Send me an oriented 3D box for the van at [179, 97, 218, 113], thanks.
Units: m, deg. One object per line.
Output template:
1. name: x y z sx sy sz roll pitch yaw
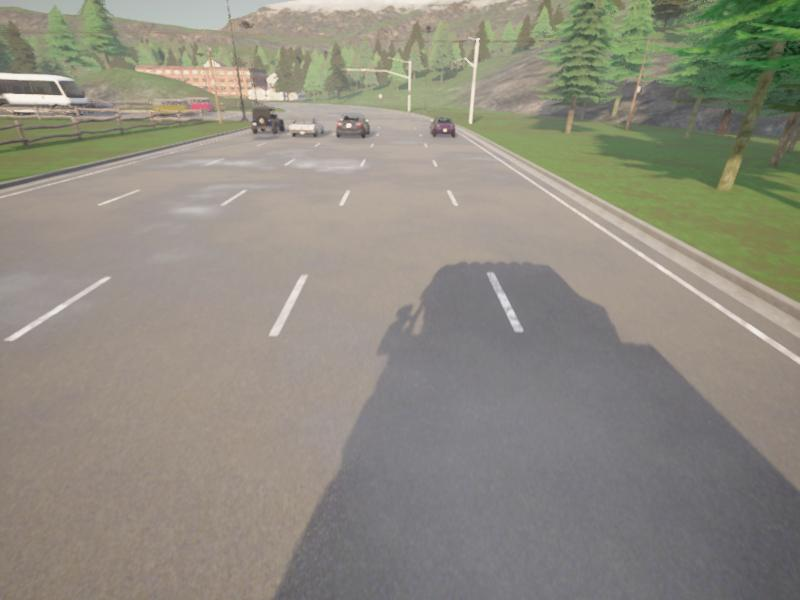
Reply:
1. van: -29.139 -28.243 58.044 4.442 1.987 1.775 0 27 -1

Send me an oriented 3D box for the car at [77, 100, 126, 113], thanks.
1. car: -40.838 -26.492 54.841 4.792 1.488 2.163 0 27 -1

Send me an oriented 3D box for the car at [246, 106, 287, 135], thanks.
1. car: -10.586 -14.377 31.971 1.905 1.878 3.866 0 27 -1

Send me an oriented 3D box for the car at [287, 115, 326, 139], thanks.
1. car: -7.063 -13.346 30.742 1.895 1.301 4.718 1 27 -1

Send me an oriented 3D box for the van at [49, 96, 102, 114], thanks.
1. van: -41.772 -25.137 51.588 4.480 2.038 2.069 0 27 -1

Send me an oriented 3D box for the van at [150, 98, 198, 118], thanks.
1. van: -27.486 -23.403 48.754 4.442 1.987 1.775 0 27 -1

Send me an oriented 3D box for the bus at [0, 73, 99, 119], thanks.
1. bus: -41.080 -22.959 44.978 10.273 4.253 3.944 1 27 -1

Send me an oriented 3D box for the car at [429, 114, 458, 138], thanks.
1. car: 3.400 -14.028 32.202 1.816 1.474 4.193 0 27 -1

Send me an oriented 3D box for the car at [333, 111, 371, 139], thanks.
1. car: -3.579 -13.543 30.827 2.242 1.667 4.611 2 27 2

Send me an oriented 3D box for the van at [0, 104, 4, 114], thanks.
1. van: -51.436 -23.598 48.305 4.480 2.038 2.069 0 27 -1

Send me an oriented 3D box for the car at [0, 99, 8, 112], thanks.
1. car: -57.259 -26.551 54.577 5.027 1.651 2.152 0 27 -1
